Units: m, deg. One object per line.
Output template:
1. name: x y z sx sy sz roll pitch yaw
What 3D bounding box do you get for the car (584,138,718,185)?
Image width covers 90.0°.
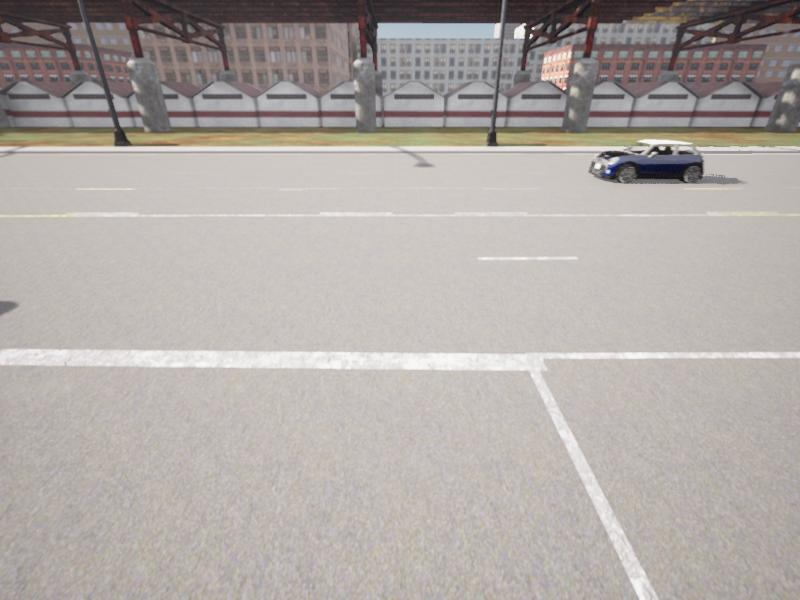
1. car: 9.748 -5.517 15.843 3.806 1.475 1.970 0 27 0
